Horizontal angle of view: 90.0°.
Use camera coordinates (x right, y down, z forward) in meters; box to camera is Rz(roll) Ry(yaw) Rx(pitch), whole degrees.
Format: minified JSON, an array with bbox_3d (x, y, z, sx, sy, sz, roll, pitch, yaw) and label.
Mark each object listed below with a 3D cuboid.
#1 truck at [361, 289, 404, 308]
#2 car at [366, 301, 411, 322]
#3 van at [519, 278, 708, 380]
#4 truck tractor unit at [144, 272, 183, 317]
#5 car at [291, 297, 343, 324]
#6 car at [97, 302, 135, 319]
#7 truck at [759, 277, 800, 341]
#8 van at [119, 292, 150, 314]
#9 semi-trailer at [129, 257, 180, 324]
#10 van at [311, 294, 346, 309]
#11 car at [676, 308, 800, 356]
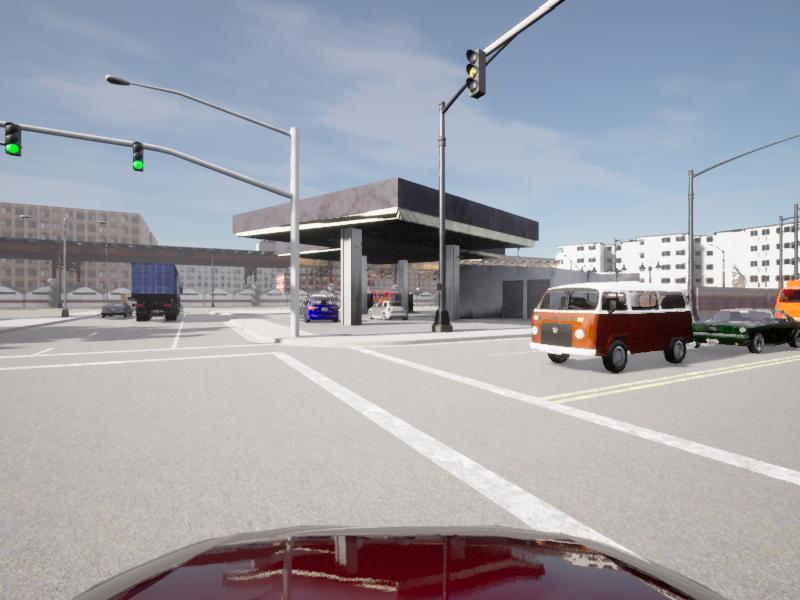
[{"bbox_3d":[-3.541,-0.321,83.258,8.468,3.827,2.891,0,0,-19],"label":"truck"},{"bbox_3d":[-0.973,0.799,30.327,1.970,1.475,3.806,0,0,-27],"label":"car"},{"bbox_3d":[5.362,0.571,9.980,4.480,2.038,2.069,0,0,-29],"label":"van"},{"bbox_3d":[-23.748,-0.517,40.467,3.053,4.208,6.516,0,0,-28],"label":"truck tractor unit"},{"bbox_3d":[-5.707,0.638,26.983,2.242,1.667,4.611,0,0,-27],"label":"car"},{"bbox_3d":[-25.192,0.894,35.699,2.033,1.411,5.357,0,0,-28],"label":"car"},{"bbox_3d":[17.876,0.357,16.753,5.204,2.467,2.627,0,0,-28],"label":"truck"},{"bbox_3d":[-31.299,0.378,47.346,2.351,2.431,6.366,0,0,-28],"label":"van"},{"bbox_3d":[-20.069,-0.618,33.463,2.717,4.402,14.254,0,0,-28],"label":"semi-trailer"},{"bbox_3d":[-12.701,0.322,71.145,5.915,2.561,1.988,0,0,-27],"label":"van"},{"bbox_3d":[11.463,0.944,13.256,4.718,1.301,1.895,0,0,-29],"label":"car"}]
